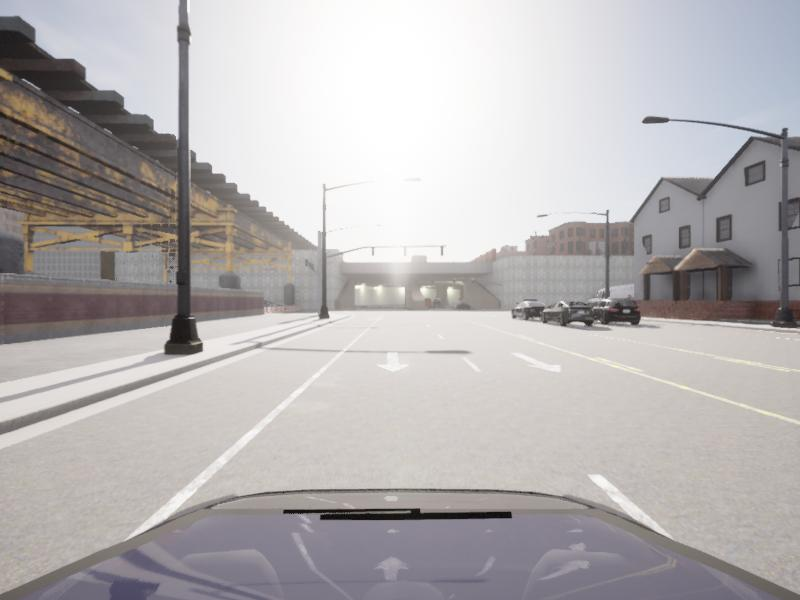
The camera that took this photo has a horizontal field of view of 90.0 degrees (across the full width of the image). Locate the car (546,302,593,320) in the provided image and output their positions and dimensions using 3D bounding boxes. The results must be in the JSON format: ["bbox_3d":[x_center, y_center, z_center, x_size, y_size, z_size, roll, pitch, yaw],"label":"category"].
[{"bbox_3d":[14.119,0.873,33.622,1.812,1.442,4.674,0,0,-1],"label":"car"}]

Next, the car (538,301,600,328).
[{"bbox_3d":[10.502,0.830,25.285,2.007,1.525,4.514,0,0,0],"label":"car"}]

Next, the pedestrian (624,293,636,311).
[{"bbox_3d":[23.500,0.214,40.921,0.751,1.860,0.751,0,0,-18],"label":"pedestrian"}]

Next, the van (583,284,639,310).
[{"bbox_3d":[27.514,-0.415,52.326,5.915,2.561,1.988,-8,0,0],"label":"van"}]

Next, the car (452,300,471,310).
[{"bbox_3d":[9.933,0.832,64.989,2.038,1.542,4.974,0,0,-3],"label":"car"}]

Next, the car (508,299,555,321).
[{"bbox_3d":[10.507,0.775,32.373,1.930,1.638,5.238,0,0,-1],"label":"car"}]

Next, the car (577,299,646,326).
[{"bbox_3d":[13.999,0.759,26.867,2.242,1.667,4.611,0,0,0],"label":"car"}]
